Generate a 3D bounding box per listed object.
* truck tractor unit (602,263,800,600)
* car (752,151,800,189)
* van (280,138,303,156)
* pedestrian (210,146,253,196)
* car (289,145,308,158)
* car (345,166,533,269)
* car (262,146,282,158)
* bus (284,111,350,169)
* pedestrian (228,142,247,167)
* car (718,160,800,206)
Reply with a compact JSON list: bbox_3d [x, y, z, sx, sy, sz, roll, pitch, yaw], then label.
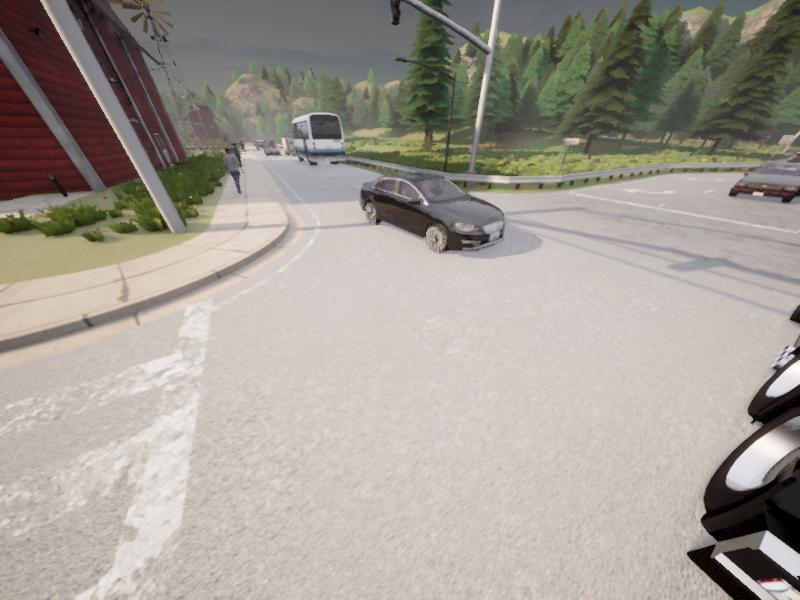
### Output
[{"bbox_3d":[5.113,-0.297,0.794,6.516,4.208,3.053,-18,39,-24],"label":"truck tractor unit"},{"bbox_3d":[24.322,-7.896,13.937,4.611,1.667,2.242,-18,39,-24],"label":"car"},{"bbox_3d":[-18.794,-26.537,39.907,2.351,2.431,6.366,-18,39,-24],"label":"van"},{"bbox_3d":[-7.452,-5.757,10.328,0.751,1.860,0.751,-7,35,-10],"label":"pedestrian"},{"bbox_3d":[-15.553,-22.818,35.370,1.845,1.501,3.633,-17,39,-23],"label":"car"},{"bbox_3d":[0.632,-2.755,6.654,2.128,1.511,4.902,-24,42,-31],"label":"car"},{"bbox_3d":[-19.438,-22.531,35.085,1.994,1.385,4.181,-18,39,-24],"label":"car"},{"bbox_3d":[-9.237,-17.267,25.054,3.944,4.253,10.273,-18,39,-24],"label":"bus"},{"bbox_3d":[-14.623,-13.083,20.810,0.751,1.860,0.751,-19,39,-25],"label":"pedestrian"},{"bbox_3d":[18.160,-5.766,11.102,5.357,1.411,2.033,-18,39,-24],"label":"car"}]
